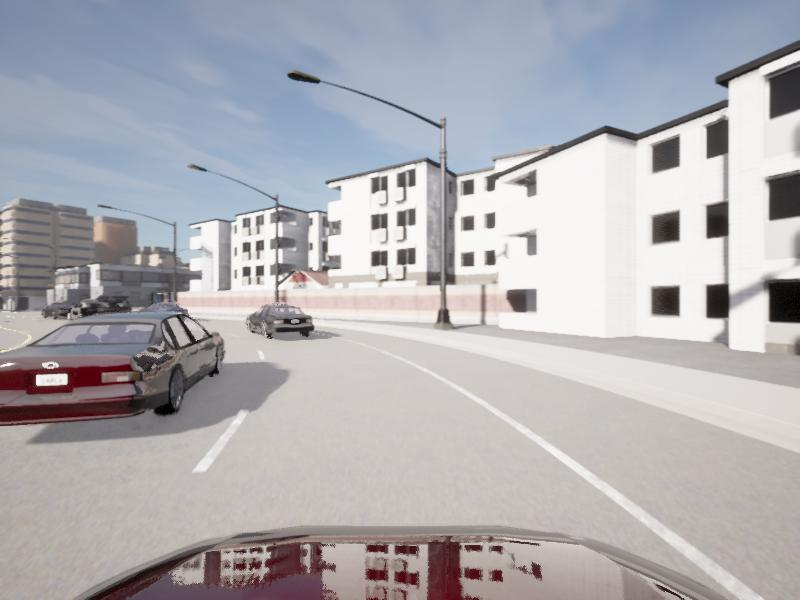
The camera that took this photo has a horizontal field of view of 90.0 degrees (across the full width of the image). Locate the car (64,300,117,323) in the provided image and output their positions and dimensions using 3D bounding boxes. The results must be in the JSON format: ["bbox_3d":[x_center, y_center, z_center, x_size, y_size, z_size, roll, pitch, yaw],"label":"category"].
[{"bbox_3d":[-23.418,0.810,30.228,5.238,1.638,1.930,0,0,38],"label":"car"}]

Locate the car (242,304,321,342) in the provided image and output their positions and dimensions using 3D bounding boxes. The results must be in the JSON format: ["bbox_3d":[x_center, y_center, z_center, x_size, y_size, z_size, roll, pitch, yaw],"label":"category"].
[{"bbox_3d":[-5.535,0.908,18.094,2.033,1.411,5.357,0,0,-32],"label":"car"}]

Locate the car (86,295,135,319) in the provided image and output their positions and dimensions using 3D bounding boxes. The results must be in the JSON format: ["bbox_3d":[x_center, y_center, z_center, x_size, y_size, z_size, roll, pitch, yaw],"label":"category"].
[{"bbox_3d":[-27.250,0.615,37.611,5.566,2.045,2.150,0,0,37],"label":"car"}]

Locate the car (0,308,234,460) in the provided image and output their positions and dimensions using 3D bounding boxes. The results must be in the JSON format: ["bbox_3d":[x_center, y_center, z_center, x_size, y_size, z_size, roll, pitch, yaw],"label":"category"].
[{"bbox_3d":[-4.308,0.902,6.690,2.033,1.411,5.357,0,0,-14],"label":"car"}]

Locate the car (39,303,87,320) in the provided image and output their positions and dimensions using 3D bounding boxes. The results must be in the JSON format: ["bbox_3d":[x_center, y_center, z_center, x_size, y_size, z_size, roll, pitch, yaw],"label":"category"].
[{"bbox_3d":[-29.439,0.943,34.881,5.357,1.411,2.033,0,0,37],"label":"car"}]

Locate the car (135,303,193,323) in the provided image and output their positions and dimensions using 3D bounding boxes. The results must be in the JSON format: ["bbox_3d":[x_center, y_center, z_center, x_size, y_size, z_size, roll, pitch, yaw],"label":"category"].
[{"bbox_3d":[-18.082,0.928,30.547,5.357,1.411,2.033,0,0,38],"label":"car"}]
